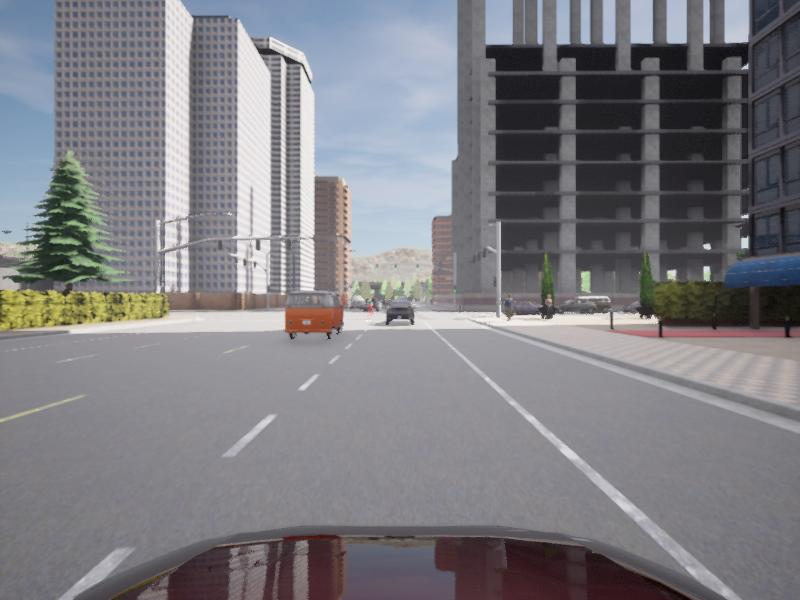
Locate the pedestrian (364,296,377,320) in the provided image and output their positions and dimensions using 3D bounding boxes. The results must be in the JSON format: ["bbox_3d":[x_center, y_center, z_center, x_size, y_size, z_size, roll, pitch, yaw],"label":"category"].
[{"bbox_3d":[-2.357,0.627,31.635,0.751,1.860,0.751,0,0,33],"label":"pedestrian"}]

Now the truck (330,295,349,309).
[{"bbox_3d":[-10.549,0.332,70.219,2.627,2.467,5.204,0,0,1],"label":"truck"}]

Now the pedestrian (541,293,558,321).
[{"bbox_3d":[10.072,0.475,27.010,0.751,1.860,0.751,0,0,-19],"label":"pedestrian"}]

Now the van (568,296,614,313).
[{"bbox_3d":[22.909,0.556,48.059,4.480,2.038,2.069,0,0,0],"label":"van"}]

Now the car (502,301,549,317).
[{"bbox_3d":[11.704,0.841,37.513,3.806,1.475,1.970,0,0,-2],"label":"car"}]

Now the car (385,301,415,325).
[{"bbox_3d":[0.086,0.833,27.122,1.837,1.490,4.892,0,-1,3],"label":"car"}]

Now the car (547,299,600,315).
[{"bbox_3d":[19.245,0.766,44.580,5.027,1.651,2.152,0,0,0],"label":"car"}]

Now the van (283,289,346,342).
[{"bbox_3d":[-3.495,0.591,17.153,1.775,1.987,4.442,0,0,0],"label":"van"}]

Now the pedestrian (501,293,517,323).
[{"bbox_3d":[6.808,0.477,24.961,0.751,1.860,0.751,0,0,-2],"label":"pedestrian"}]

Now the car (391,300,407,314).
[{"bbox_3d":[-0.178,0.807,49.059,1.882,1.535,5.008,0,0,0],"label":"car"}]
